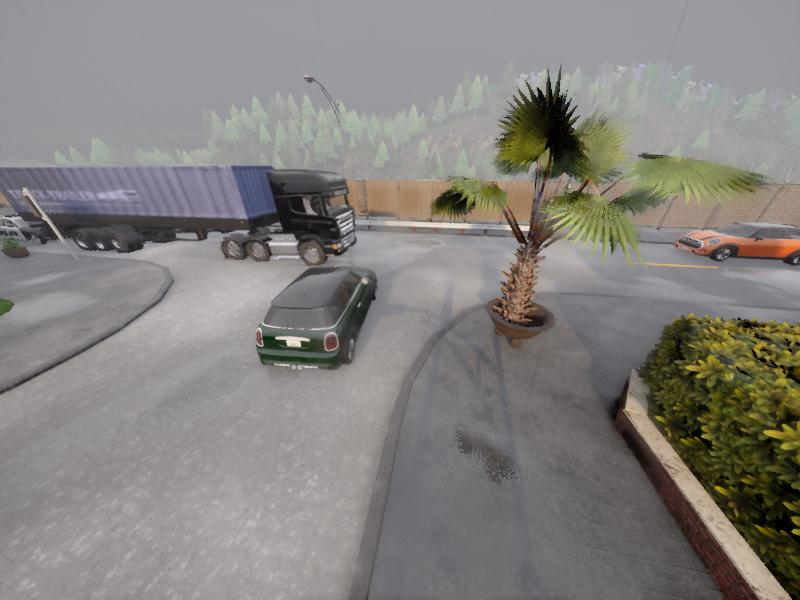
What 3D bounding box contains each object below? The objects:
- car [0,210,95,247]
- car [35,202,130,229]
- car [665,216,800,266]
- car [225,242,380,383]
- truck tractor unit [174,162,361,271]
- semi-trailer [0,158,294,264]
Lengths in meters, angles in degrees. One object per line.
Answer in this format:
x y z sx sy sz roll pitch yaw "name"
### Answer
-22.933 -4.553 14.469 5.238 1.638 1.930 5 30 9 "car"
-25.020 -6.731 18.334 5.008 1.535 1.882 5 30 8 "car"
17.471 -3.080 11.753 4.553 1.767 2.097 5 30 9 "car"
-2.021 -0.135 6.652 2.097 1.767 4.553 3 30 5 "car"
-5.673 -4.164 11.192 6.516 4.208 3.053 5 30 9 "truck tractor unit"
-13.466 -4.927 12.328 14.254 4.402 2.717 5 30 9 "semi-trailer"
